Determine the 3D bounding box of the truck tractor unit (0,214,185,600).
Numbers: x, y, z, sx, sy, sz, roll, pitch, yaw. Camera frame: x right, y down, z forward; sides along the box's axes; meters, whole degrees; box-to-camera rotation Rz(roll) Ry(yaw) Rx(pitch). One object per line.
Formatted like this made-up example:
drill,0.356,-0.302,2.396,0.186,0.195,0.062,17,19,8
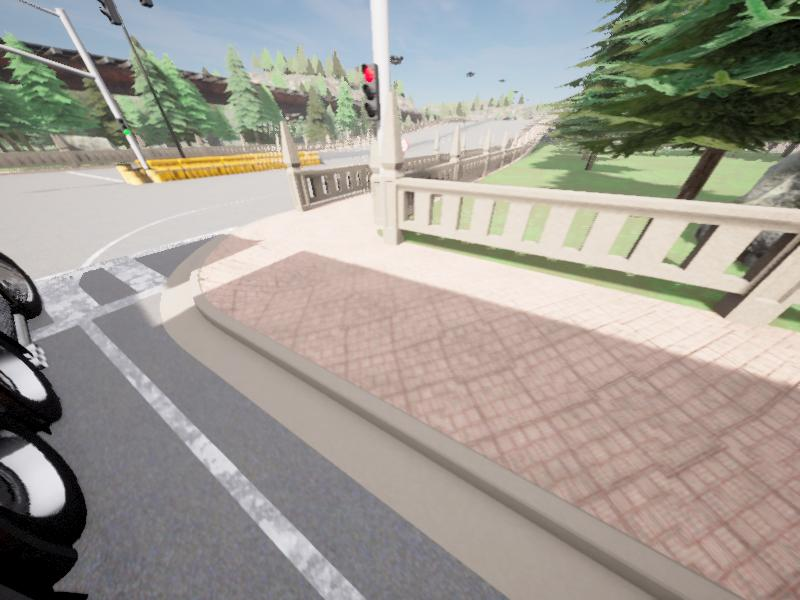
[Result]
truck tractor unit,-5.021,-0.378,0.922,6.516,4.208,3.053,21,39,28
